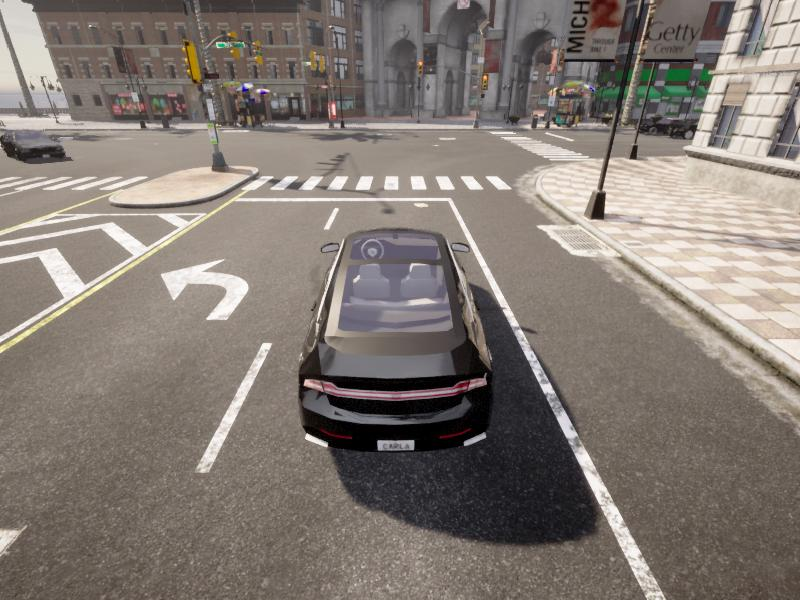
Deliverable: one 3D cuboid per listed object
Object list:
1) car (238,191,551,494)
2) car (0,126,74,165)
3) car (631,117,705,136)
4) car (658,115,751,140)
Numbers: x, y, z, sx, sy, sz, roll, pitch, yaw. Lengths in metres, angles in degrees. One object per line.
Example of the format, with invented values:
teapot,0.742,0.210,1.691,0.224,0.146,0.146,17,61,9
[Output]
car,-0.058,-0.144,5.248,2.128,1.511,4.902,0,27,-1
car,-19.586,-8.264,21.194,5.357,1.411,2.033,21,34,35
car,22.492,-14.634,33.707,4.718,1.301,1.895,0,27,1
car,23.098,-13.187,30.511,5.238,1.638,1.930,0,27,0
